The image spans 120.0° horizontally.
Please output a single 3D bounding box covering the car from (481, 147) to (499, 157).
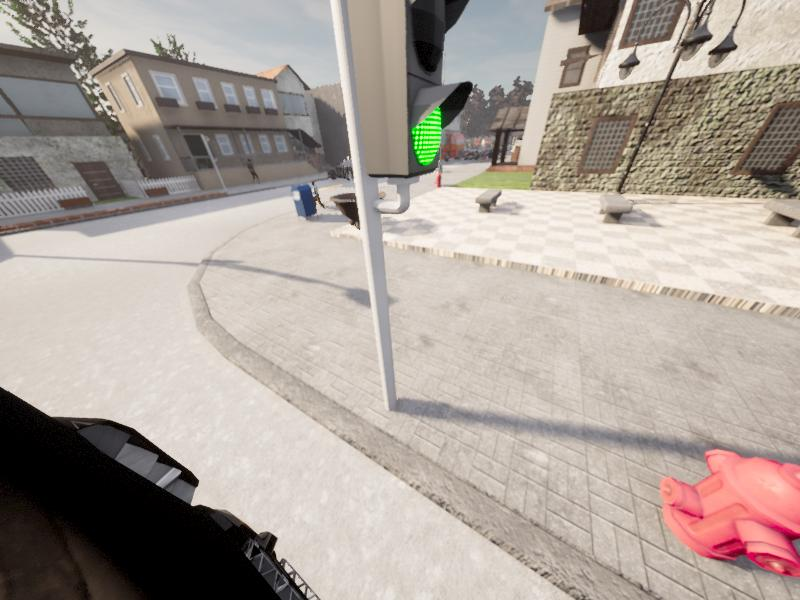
[{"bbox_3d":[16.545,-27.156,42.280,1.994,1.385,4.181,16,38,26],"label":"car"}]

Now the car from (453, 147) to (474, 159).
[{"bbox_3d":[11.466,-26.605,41.732,2.163,1.488,4.792,16,38,26],"label":"car"}]

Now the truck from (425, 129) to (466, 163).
[{"bbox_3d":[7.005,-23.260,34.919,2.891,3.827,8.468,16,38,26],"label":"truck"}]

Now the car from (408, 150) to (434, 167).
[{"bbox_3d":[2.744,-18.088,29.516,1.789,1.549,3.705,16,38,26],"label":"car"}]

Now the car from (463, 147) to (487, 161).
[{"bbox_3d":[11.475,-22.251,35.141,2.038,1.542,4.974,16,38,26],"label":"car"}]

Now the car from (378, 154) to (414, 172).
[{"bbox_3d":[-0.293,-15.049,25.343,1.994,1.385,4.181,16,38,26],"label":"car"}]

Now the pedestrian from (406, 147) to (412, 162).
[{"bbox_3d":[1.425,-22.769,36.144,0.751,1.860,0.751,11,36,20],"label":"pedestrian"}]

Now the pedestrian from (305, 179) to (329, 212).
[{"bbox_3d":[-3.292,-4.179,9.220,0.500,1.100,0.500,25,42,35],"label":"pedestrian"}]

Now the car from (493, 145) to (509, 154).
[{"bbox_3d":[21.522,-32.048,49.237,2.033,1.411,5.357,16,38,26],"label":"car"}]

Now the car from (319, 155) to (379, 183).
[{"bbox_3d":[-4.187,-11.434,19.954,1.930,1.638,5.238,15,38,25],"label":"car"}]

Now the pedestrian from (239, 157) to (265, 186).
[{"bbox_3d":[-11.111,-9.688,17.419,0.751,1.860,0.751,5,34,11],"label":"pedestrian"}]

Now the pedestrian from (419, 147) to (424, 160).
[{"bbox_3d":[3.654,-24.883,39.155,0.751,1.860,0.751,-5,34,-4],"label":"pedestrian"}]

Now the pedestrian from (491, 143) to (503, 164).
[{"bbox_3d":[10.505,-15.804,24.990,0.751,1.860,0.751,16,38,26],"label":"pedestrian"}]

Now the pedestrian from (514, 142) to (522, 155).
[{"bbox_3d":[20.183,-25.965,39.539,0.751,1.860,0.751,16,38,26],"label":"pedestrian"}]
